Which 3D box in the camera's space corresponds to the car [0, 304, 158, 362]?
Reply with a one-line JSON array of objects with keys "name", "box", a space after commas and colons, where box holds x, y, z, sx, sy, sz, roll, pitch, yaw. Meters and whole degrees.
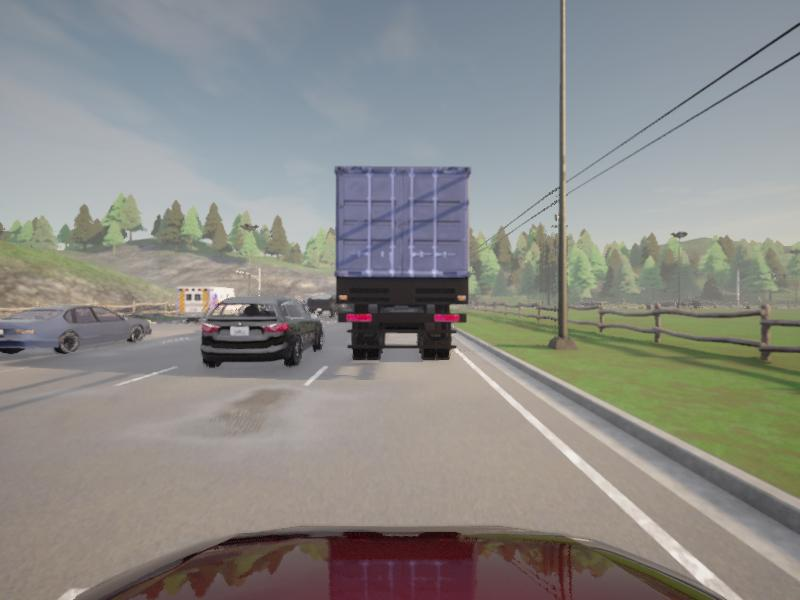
[{"name": "car", "box": [-10.498, 0.874, 12.964, 2.033, 1.411, 5.357, 0, 0, 0]}]

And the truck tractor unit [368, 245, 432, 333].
[{"name": "truck tractor unit", "box": [0.004, -0.557, 22.447, 3.053, 4.208, 6.516, 0, 0, 0]}]

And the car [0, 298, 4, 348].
[{"name": "car", "box": [-13.999, 0.754, 10.558, 1.930, 1.638, 5.238, 0, 0, 0]}]

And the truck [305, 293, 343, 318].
[{"name": "truck", "box": [-7.001, 0.480, 37.794, 2.390, 2.098, 6.274, 0, 0, 0]}]

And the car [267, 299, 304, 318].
[{"name": "car", "box": [-10.500, 0.711, 37.182, 1.930, 1.638, 5.238, 0, 0, 0]}]

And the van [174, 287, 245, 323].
[{"name": "van", "box": [-14.000, 0.330, 29.995, 2.351, 2.431, 6.366, 0, 0, 0]}]

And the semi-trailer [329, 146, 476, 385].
[{"name": "semi-trailer", "box": [0.023, -0.644, 14.531, 2.717, 4.402, 14.254, 0, 0, 0]}]

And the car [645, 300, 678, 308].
[{"name": "car", "box": [50.936, 0.744, 77.978, 4.902, 1.511, 2.128, 0, 0, 1]}]

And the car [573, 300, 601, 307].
[{"name": "car", "box": [38.087, 0.709, 81.624, 4.892, 1.490, 1.837, 0, 0, 1]}]

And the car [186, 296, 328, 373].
[{"name": "car", "box": [-3.501, 0.738, 10.966, 2.242, 1.667, 4.611, 0, 0, 0]}]
